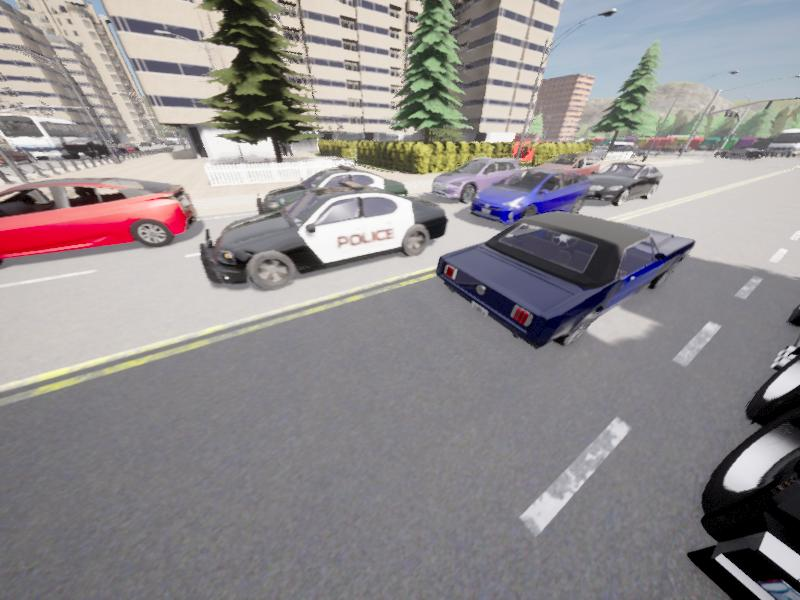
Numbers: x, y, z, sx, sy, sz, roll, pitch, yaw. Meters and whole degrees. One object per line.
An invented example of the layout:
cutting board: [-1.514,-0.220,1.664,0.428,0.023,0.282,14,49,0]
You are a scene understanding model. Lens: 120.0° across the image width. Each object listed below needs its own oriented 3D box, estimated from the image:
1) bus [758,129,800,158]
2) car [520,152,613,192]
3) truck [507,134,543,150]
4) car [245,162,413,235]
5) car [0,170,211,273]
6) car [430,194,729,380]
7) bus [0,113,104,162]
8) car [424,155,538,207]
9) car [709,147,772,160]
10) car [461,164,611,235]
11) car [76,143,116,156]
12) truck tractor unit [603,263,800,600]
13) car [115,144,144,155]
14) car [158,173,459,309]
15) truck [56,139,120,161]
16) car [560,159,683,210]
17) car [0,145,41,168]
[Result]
bus: [74.049,-29.651,43.706,10.273,4.253,3.944,-17,39,-24]
car: [9.873,-7.729,13.774,4.611,1.667,2.242,-18,39,-25]
truck: [36.521,-46.414,67.813,2.891,3.827,8.468,-18,39,-25]
car: [-2.236,-3.730,8.018,4.974,1.542,2.038,-18,39,-24]
car: [-7.665,-2.003,5.482,4.514,1.525,2.007,-17,38,-23]
car: [3.036,-0.734,3.967,4.718,1.301,1.895,-18,39,-24]
bus: [-43.066,-19.977,28.589,3.944,4.253,10.273,-18,39,-24]
car: [3.786,-5.729,10.871,4.856,1.649,2.033,-18,39,-24]
car: [53.861,-23.362,36.745,1.930,1.638,5.238,-3,35,-6]
car: [4.640,-3.657,7.989,4.514,1.525,2.007,-18,39,-24]
car: [-48.092,-23.975,36.690,2.128,1.511,4.902,-18,39,-24]
truck tractor unit: [5.111,-0.299,0.794,6.516,4.208,3.053,-18,39,-24]
car: [-45.865,-25.698,39.316,1.994,1.385,4.181,-18,39,-24]
car: [-1.405,-1.693,5.096,4.974,1.542,2.038,-18,39,-24]
truck: [-38.919,-19.021,29.141,2.390,2.098,6.274,-17,38,-24]
car: [10.154,-5.446,10.632,4.902,1.511,2.128,-18,39,-24]
car: [-37.574,-13.570,21.732,2.152,1.651,5.027,-18,39,-25]
